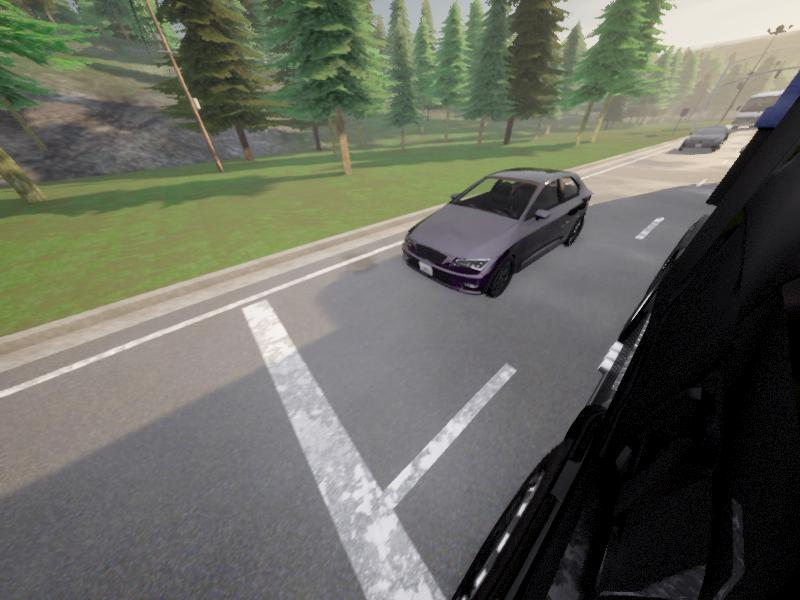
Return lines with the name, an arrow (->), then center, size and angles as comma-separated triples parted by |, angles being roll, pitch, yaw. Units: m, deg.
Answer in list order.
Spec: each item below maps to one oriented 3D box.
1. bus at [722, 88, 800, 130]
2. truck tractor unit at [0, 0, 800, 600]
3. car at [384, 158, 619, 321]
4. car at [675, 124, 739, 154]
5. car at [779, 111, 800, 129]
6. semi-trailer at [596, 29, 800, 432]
bus -> 54.263, -27.775, 33.855 | 10.273, 4.253, 3.944 | -16, 38, -18
truck tractor unit -> 2.645, -0.295, 0.351 | 6.516, 4.208, 3.053 | -28, 44, -30
car -> 1.984, -1.552, 4.353 | 4.193, 1.474, 1.816 | -28, 44, -30
car -> 21.789, -11.450, 16.384 | 4.674, 1.442, 1.812 | -26, 43, -28
car -> 54.824, -24.580, 31.537 | 3.866, 1.878, 1.905 | -18, 39, -20
semi-trailer -> 8.796, -3.532, 4.135 | 14.254, 4.402, 2.717 | -27, 43, -29
